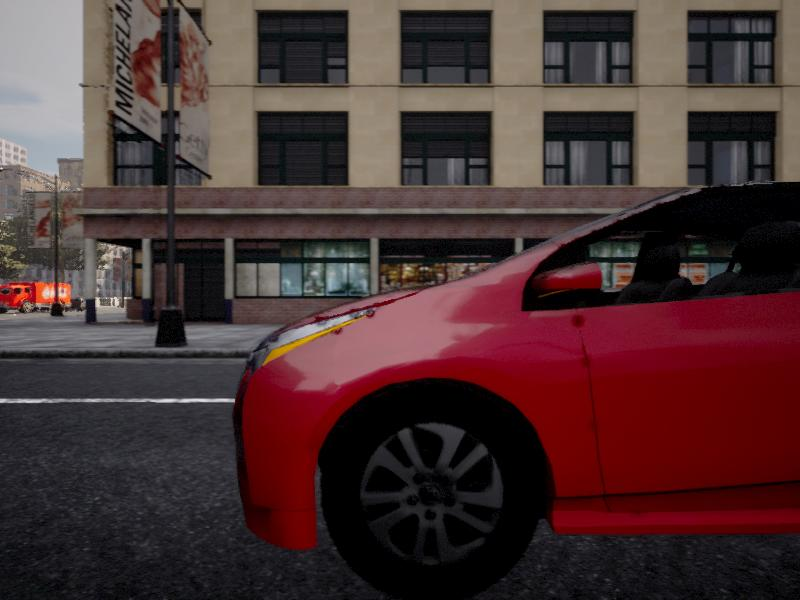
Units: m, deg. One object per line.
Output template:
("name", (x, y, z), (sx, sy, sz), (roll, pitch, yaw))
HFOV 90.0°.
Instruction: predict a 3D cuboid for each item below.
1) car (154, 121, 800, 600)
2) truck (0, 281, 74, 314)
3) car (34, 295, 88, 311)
("car", (1.520, 0.226, 2.200), (4.514, 1.525, 2.007), (0, 0, 0))
("truck", (-29.512, -0.206, 31.986), (2.627, 2.467, 5.204), (0, 0, 0))
("car", (-32.982, 0.300, 39.082), (1.970, 1.475, 3.806), (0, 0, 0))
